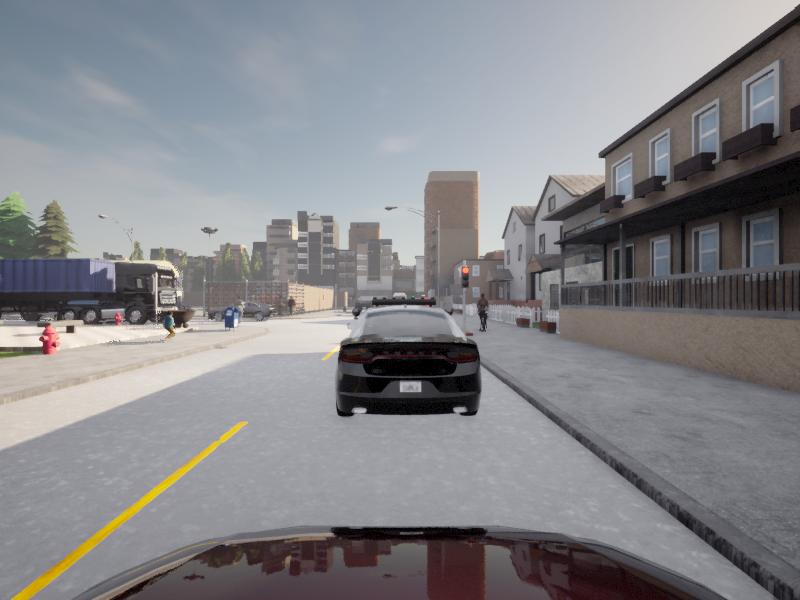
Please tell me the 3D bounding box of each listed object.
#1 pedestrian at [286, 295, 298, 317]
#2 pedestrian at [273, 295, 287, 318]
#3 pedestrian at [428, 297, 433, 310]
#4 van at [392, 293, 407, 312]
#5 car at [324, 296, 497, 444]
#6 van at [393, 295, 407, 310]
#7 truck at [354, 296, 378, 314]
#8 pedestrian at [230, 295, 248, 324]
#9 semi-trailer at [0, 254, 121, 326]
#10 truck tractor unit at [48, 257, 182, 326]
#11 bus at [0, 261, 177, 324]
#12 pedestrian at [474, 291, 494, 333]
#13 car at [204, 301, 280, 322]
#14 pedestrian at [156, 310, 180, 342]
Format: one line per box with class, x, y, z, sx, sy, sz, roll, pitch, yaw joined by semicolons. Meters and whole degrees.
pedestrian;-9.466;0.534;34.940;0.751;1.860;0.751;0;0;14
pedestrian;-10.065;0.534;33.561;0.751;1.860;0.751;0;0;34
pedestrian;4.440;0.533;58.568;0.751;1.860;0.751;0;0;10
van;-0.079;0.323;57.761;1.988;2.561;5.915;0;0;-1
car;0.062;0.771;7.066;1.930;1.638;5.238;0;0;-1
van;-0.086;0.378;68.157;2.351;2.431;6.366;0;0;-1
truck;-4.111;0.542;49.206;2.390;2.098;6.274;0;0;0
pedestrian;-10.603;0.637;26.346;0.751;1.860;0.751;0;0;17
semi-trailer;-26.191;-0.618;25.916;14.254;4.402;2.717;0;0;-1
truck tractor unit;-18.280;-0.515;26.012;6.516;4.208;3.053;0;0;-1
bus;-22.900;-0.530;29.822;10.273;4.253;3.944;0;0;1
pedestrian;3.751;0.533;17.983;0.751;1.860;0.751;0;0;0
car;-11.802;0.836;30.086;4.902;1.511;2.128;0;0;-4
pedestrian;-8.129;0.904;14.026;0.500;1.100;0.500;0;0;14
